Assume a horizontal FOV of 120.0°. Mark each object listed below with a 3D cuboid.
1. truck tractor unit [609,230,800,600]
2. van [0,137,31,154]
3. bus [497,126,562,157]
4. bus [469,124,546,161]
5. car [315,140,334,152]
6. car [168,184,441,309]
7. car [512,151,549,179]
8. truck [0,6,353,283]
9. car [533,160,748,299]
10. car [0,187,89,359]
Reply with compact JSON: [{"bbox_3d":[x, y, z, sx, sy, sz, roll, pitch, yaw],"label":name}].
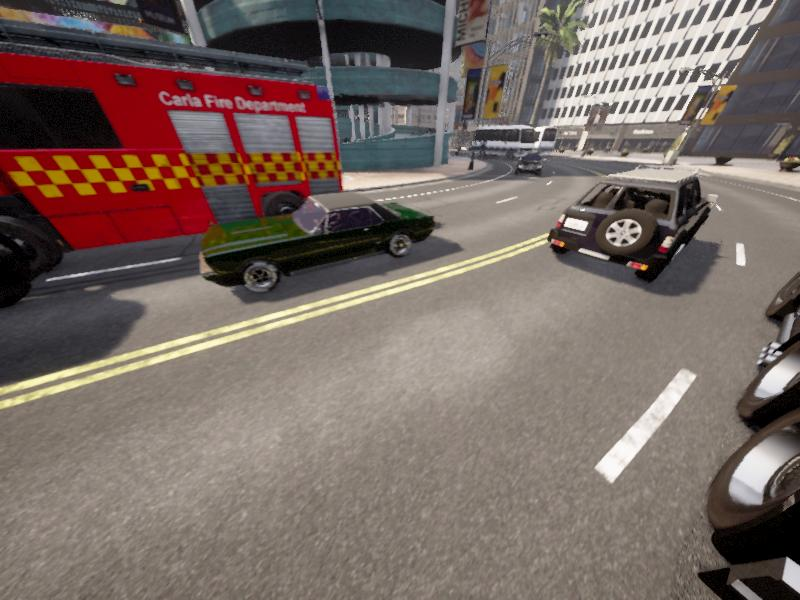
[{"bbox_3d":[5.055,-0.350,0.869,6.516,4.208,3.053,-20,40,-27],"label":"truck tractor unit"},{"bbox_3d":[-71.640,-28.028,41.780,2.351,2.431,6.366,-18,39,-24],"label":"van"},{"bbox_3d":[23.334,-29.199,42.689,3.944,4.253,10.273,-8,36,-13],"label":"bus"},{"bbox_3d":[16.180,-24.842,36.320,3.944,4.253,10.273,-16,39,-22],"label":"bus"},{"bbox_3d":[-16.347,-33.300,49.862,2.435,2.045,5.566,-18,39,-24],"label":"car"},{"bbox_3d":[-1.590,-1.556,5.133,4.718,1.301,1.895,-19,39,-26],"label":"car"},{"bbox_3d":[10.756,-11.161,18.906,2.038,1.542,4.974,17,38,22],"label":"car"},{"bbox_3d":[-5.881,-3.450,5.610,8.468,3.827,2.891,-18,39,-25],"label":"truck"},{"bbox_3d":[5.516,-1.995,5.317,4.605,1.855,1.932,-23,41,-29],"label":"car"},{"bbox_3d":[-7.043,-0.011,2.331,3.866,1.878,1.905,-18,39,-24],"label":"car"}]
